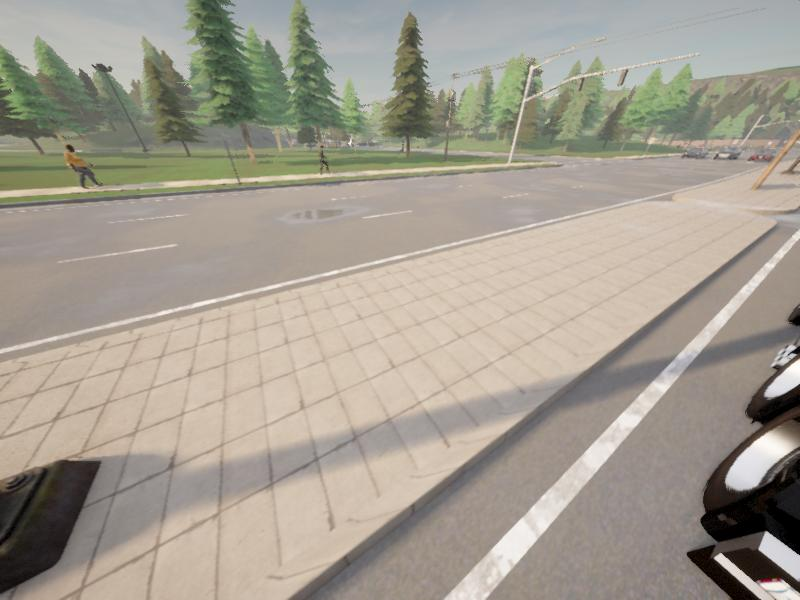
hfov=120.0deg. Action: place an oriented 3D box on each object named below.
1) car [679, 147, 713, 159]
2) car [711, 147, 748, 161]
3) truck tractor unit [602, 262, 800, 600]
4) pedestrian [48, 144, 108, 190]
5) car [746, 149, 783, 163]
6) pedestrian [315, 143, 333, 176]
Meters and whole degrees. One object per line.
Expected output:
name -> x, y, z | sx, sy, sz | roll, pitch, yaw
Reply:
car -> 48.261, -23.997, 37.652 | 4.974, 1.542, 2.038 | -18, 39, -25
car -> 50.475, -22.471, 35.392 | 4.856, 1.649, 2.033 | -19, 39, -25
truck tractor unit -> 5.108, -0.303, 0.791 | 6.516, 4.208, 3.053 | -18, 39, -24
pedestrian -> -15.497, -6.451, 11.208 | 0.751, 1.860, 0.751 | -17, 38, -23
car -> 51.233, -20.277, 32.469 | 4.181, 1.385, 1.994 | -18, 39, -25
pedestrian -> -5.269, -9.724, 16.014 | 0.751, 1.860, 0.751 | -17, 38, -23
